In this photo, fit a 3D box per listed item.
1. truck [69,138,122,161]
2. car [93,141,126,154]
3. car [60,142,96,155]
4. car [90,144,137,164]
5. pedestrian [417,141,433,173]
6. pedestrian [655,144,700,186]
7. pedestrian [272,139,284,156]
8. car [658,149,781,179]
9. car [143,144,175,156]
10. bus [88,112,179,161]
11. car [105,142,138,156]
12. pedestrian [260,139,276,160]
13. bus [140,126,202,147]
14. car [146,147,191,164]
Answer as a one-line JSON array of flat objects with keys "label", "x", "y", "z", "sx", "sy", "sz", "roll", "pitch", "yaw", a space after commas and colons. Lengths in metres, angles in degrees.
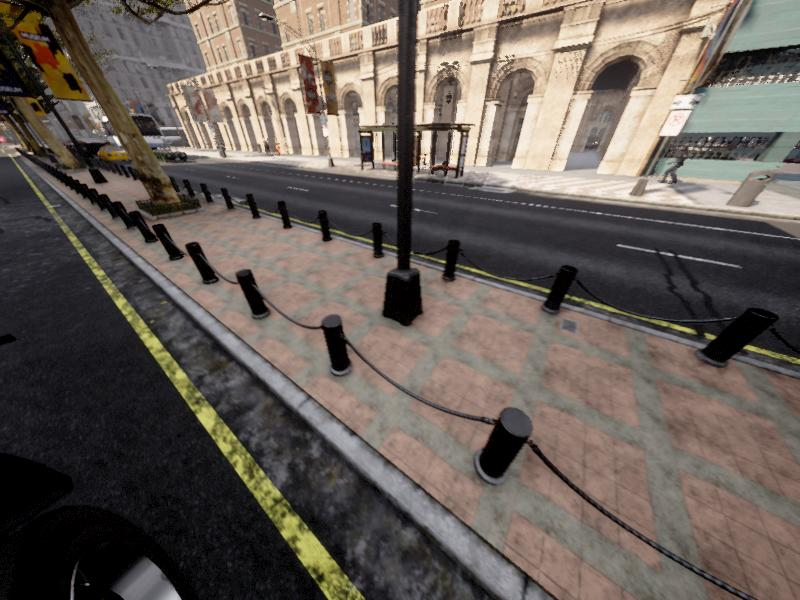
[{"label": "truck", "x": -36.403, "y": -18.112, "z": 27.599, "sx": 6.274, "sy": 2.098, "sz": 2.390, "roll": 22, "pitch": 41, "yaw": 28}, {"label": "car", "x": -46.537, "y": -24.494, "z": 37.010, "sx": 4.856, "sy": 1.649, "sz": 2.033, "roll": 22, "pitch": 41, "yaw": 28}, {"label": "car", "x": -47.592, "y": -22.414, "z": 34.148, "sx": 4.902, "sy": 1.511, "sz": 2.128, "roll": 22, "pitch": 41, "yaw": 28}, {"label": "car", "x": -29.770, "y": -15.208, "z": 23.966, "sx": 5.366, "sy": 1.575, "sz": 1.801, "roll": 22, "pitch": 41, "yaw": 28}, {"label": "pedestrian", "x": 1.826, "y": -10.335, "z": 16.702, "sx": 0.751, "sy": 1.860, "sz": 0.751, "roll": 22, "pitch": 41, "yaw": 28}, {"label": "pedestrian", "x": 14.855, "y": -7.272, "z": 12.437, "sx": 0.751, "sy": 1.860, "sz": 0.751, "roll": 26, "pitch": 43, "yaw": 32}, {"label": "pedestrian", "x": -16.310, "y": -20.395, "z": 30.878, "sx": 0.751, "sy": 1.860, "sz": 0.751, "roll": 24, "pitch": 42, "yaw": 30}, {"label": "car", "x": 22.657, "y": -9.986, "z": 16.818, "sx": 4.786, "sy": 1.482, "sz": 2.161, "roll": 22, "pitch": 41, "yaw": 28}, {"label": "car", "x": -35.708, "y": -22.247, "z": 34.168, "sx": 4.718, "sy": 1.301, "sz": 1.895, "roll": 22, "pitch": 41, "yaw": 28}, {"label": "bus", "x": -32.268, "y": -19.682, "z": 27.987, "sx": 10.273, "sy": 4.253, "sz": 3.944, "roll": 22, "pitch": 41, "yaw": 28}, {"label": "car", "x": -40.697, "y": -22.068, "z": 33.717, "sx": 4.892, "sy": 1.490, "sz": 1.837, "roll": 22, "pitch": 41, "yaw": 28}, {"label": "pedestrian", "x": -14.701, "y": -16.734, "z": 25.686, "sx": 0.751, "sy": 1.860, "sz": 0.751, "roll": 19, "pitch": 39, "yaw": 24}, {"label": "bus", "x": -60.656, "y": -43.552, "z": 61.721, "sx": 3.944, "sy": 4.253, "sz": 10.273, "roll": 22, "pitch": 40, "yaw": 28}, {"label": "car", "x": -24.664, "y": -15.476, "z": 24.628, "sx": 4.718, "sy": 1.301, "sz": 1.895, "roll": 22, "pitch": 41, "yaw": 28}]
